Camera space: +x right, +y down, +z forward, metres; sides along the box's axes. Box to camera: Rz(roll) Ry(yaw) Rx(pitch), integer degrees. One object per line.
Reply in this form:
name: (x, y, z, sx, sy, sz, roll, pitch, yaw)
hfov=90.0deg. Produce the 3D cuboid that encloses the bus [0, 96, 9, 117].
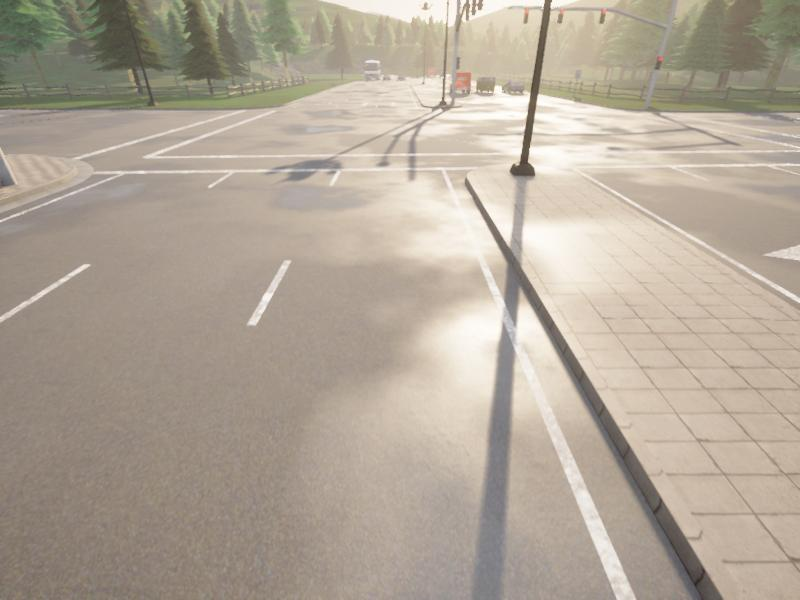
bus: (-32.821, -13.907, 25.585, 10.273, 4.253, 3.944, 0, 30, 1)

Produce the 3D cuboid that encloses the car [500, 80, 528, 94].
car: (14.633, -27.545, 51.743, 2.033, 1.411, 5.357, 0, 30, 0)

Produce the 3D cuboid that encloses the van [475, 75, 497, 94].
van: (11.129, -28.155, 52.212, 1.775, 1.987, 4.442, 0, 30, 0)

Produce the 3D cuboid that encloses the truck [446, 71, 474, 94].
truck: (7.631, -28.008, 51.485, 2.627, 2.467, 5.204, 0, 30, 0)
